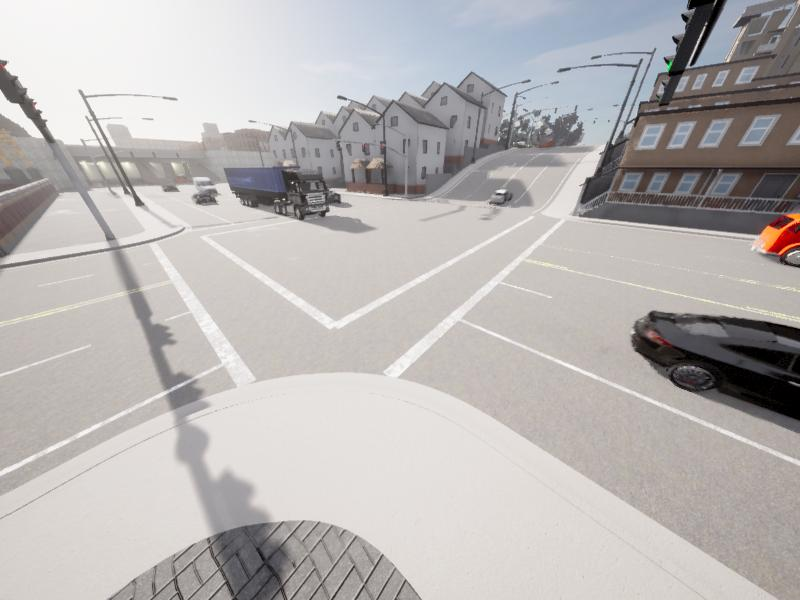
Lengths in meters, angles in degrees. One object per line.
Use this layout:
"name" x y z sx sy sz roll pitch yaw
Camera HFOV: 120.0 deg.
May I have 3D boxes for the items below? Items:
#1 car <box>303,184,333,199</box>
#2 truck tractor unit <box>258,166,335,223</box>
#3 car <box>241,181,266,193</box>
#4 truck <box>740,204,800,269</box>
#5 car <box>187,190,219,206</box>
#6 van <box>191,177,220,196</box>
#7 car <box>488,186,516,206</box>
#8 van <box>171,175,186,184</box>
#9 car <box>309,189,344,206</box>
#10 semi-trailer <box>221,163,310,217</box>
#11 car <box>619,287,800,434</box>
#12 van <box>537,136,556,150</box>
"car" -12.850 -16.993 36.073 4.611 1.667 2.242 25 38 36
"truck tractor unit" -9.577 -10.021 21.450 6.516 4.208 3.053 23 37 35
"car" -27.590 -21.293 43.547 5.238 1.638 1.930 24 37 34
"truck" 20.560 -2.555 10.276 5.204 2.467 2.627 24 38 35
"car" -25.313 -13.131 29.683 4.181 1.385 1.994 24 38 35
"van" -33.543 -19.615 39.743 5.915 2.561 1.988 24 38 35
"car" 13.411 -13.720 30.376 1.970 1.475 3.806 23 44 34
"van" -62.703 -34.175 65.516 4.442 1.987 1.775 23 37 34
"car" -9.426 -13.189 29.626 4.514 1.525 2.007 24 38 35
"semi-trailer" -15.516 -12.723 25.928 14.254 4.402 2.717 24 38 35
"car" 7.645 1.385 4.465 4.674 1.442 1.812 24 38 35
"van" 30.895 -33.088 48.717 1.775 1.987 4.442 24 46 35
